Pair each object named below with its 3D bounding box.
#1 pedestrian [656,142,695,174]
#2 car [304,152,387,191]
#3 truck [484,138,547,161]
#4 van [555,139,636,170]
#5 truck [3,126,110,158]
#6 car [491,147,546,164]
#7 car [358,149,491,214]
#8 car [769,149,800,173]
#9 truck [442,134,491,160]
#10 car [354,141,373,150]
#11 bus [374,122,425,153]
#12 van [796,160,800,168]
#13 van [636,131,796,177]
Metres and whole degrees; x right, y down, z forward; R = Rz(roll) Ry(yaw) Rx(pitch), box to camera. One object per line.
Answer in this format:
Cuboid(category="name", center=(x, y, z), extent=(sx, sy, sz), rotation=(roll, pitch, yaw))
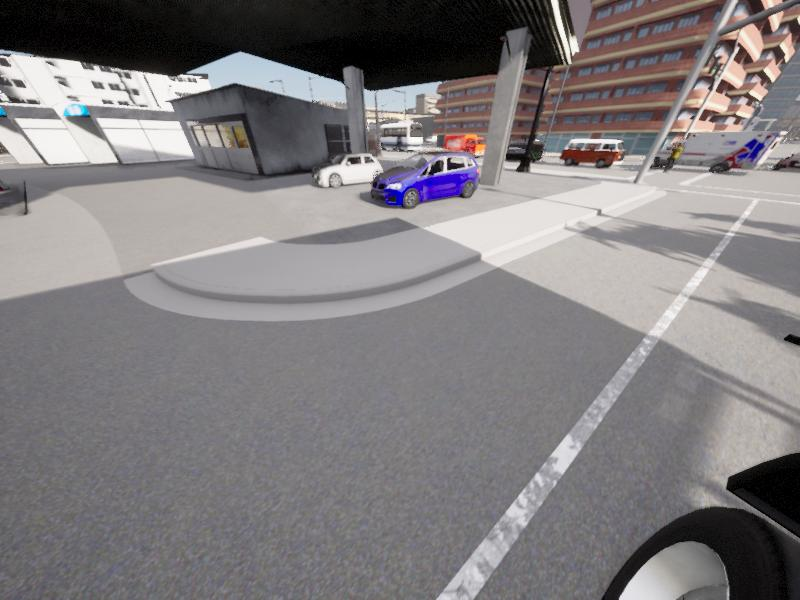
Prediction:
Cuboid(category="pedestrian", center=(19.220, -9.924, 16.171), extent=(0.751, 1.860, 0.751), rotation=(-11, 37, -14))
Cuboid(category="car", center=(-2.892, -7.196, 12.759), extent=(3.806, 1.475, 1.970), rotation=(-22, 41, -28))
Cuboid(category="truck", center=(13.640, -18.263, 27.874), extent=(2.390, 2.098, 6.274), rotation=(-22, 41, -28))
Cuboid(category="van", center=(16.481, -12.569, 19.828), extent=(2.069, 2.038, 4.480), rotation=(-23, 41, -29))
Cuboid(category="truck", center=(-54.514, -25.525, 37.207), extent=(2.891, 3.827, 8.468), rotation=(15, 38, 21))
Cuboid(category="car", center=(12.457, -15.497, 24.657), extent=(1.895, 1.301, 4.718), rotation=(-23, 41, -29))
Cuboid(category="car", center=(1.026, -4.881, 9.167), extent=(4.611, 1.667, 2.242), rotation=(-22, 41, -28))
Cuboid(category="car", center=(30.411, -10.367, 17.179), extent=(4.181, 1.385, 1.994), rotation=(-15, 38, -20))
Cuboid(category="truck", center=(8.169, -19.370, 29.165), extent=(2.627, 2.467, 5.204), rotation=(-23, 41, -28))
Cuboid(category="car", center=(-8.295, -35.481, 52.927), extent=(2.038, 1.542, 4.974), rotation=(-23, 42, -29))
Cuboid(category="bus", center=(-0.300, -30.117, 42.931), extent=(3.944, 4.253, 10.273), rotation=(-23, 41, -28))
Cuboid(category="van", center=(35.948, -12.323, 19.324), extent=(4.480, 2.038, 2.069), rotation=(-22, 41, -28))
Cuboid(category="van", center=(22.751, -11.036, 17.269), extent=(2.351, 2.431, 6.366), rotation=(-19, 39, -25))
